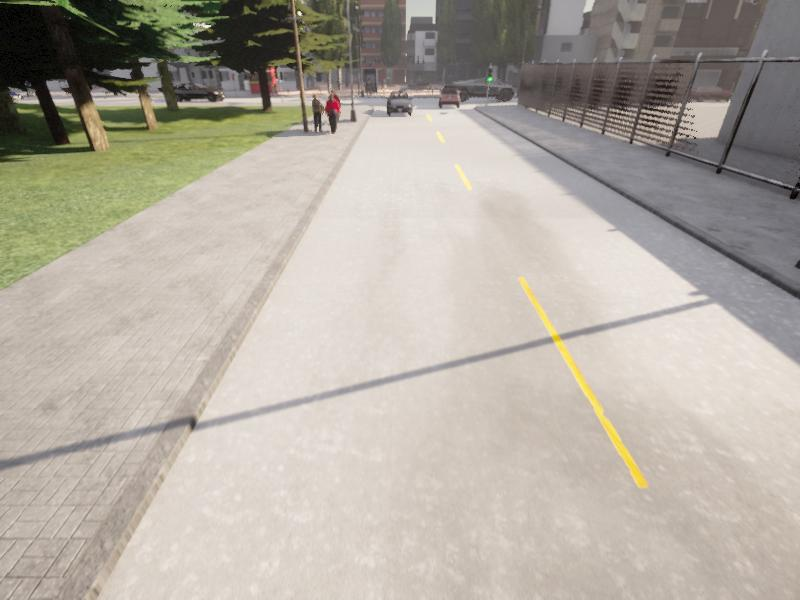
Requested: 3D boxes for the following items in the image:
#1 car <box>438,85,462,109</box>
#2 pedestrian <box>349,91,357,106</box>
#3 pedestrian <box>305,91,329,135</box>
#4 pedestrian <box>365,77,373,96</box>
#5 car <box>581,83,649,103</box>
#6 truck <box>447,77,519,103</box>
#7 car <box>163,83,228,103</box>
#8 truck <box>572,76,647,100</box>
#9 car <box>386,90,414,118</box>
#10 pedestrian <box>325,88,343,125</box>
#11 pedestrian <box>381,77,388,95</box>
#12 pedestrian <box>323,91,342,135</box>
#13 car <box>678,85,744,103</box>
[{"bbox_3d":[4.291,-17.522,34.412,1.851,1.617,3.988,3,30,5],"label":"car"},{"bbox_3d":[-4.026,-17.142,34.006,0.500,1.100,0.500,-12,32,-20],"label":"pedestrian"},{"bbox_3d":[-4.048,-9.114,19.511,0.751,1.860,0.751,5,31,9],"label":"pedestrian"},{"bbox_3d":[-3.499,-24.328,45.549,0.751,1.860,0.751,3,30,5],"label":"pedestrian"},{"bbox_3d":[20.854,-20.221,39.005,5.238,1.638,1.930,0,30,1],"label":"car"},{"bbox_3d":[7.907,-20.381,38.820,6.274,2.098,2.390,0,30,0],"label":"truck"},{"bbox_3d":[-19.787,-20.174,38.921,5.027,1.651,2.152,0,30,0],"label":"car"},{"bbox_3d":[22.039,-22.412,42.304,6.274,2.098,2.390,0,30,0],"label":"truck"},{"bbox_3d":[-0.040,-14.133,28.740,1.816,1.474,4.193,0,30,-1],"label":"car"},{"bbox_3d":[-3.760,-11.101,22.914,0.751,1.860,0.751,3,30,4],"label":"pedestrian"},{"bbox_3d":[-1.801,-24.619,46.048,0.751,1.860,0.751,2,30,3],"label":"pedestrian"},{"bbox_3d":[-3.262,-9.024,19.357,0.751,1.860,0.751,-4,31,-7],"label":"pedestrian"},{"bbox_3d":[30.257,-20.098,38.998,4.674,1.442,1.812,0,30,0],"label":"car"}]
